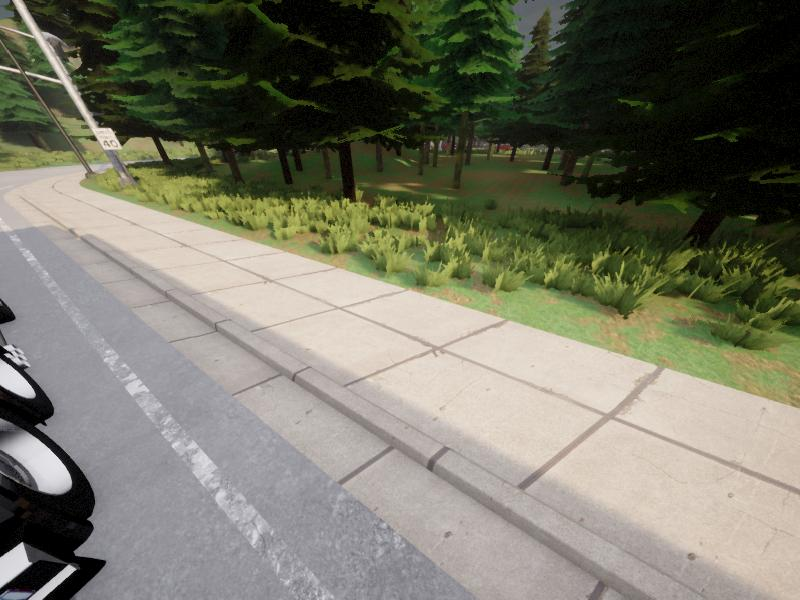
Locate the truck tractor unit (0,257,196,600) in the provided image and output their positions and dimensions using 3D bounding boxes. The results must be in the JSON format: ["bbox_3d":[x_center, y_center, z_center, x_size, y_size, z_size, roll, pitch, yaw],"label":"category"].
[{"bbox_3d":[-5.099,-0.312,0.797,6.516,4.208,3.053,19,39,25],"label":"truck tractor unit"}]
